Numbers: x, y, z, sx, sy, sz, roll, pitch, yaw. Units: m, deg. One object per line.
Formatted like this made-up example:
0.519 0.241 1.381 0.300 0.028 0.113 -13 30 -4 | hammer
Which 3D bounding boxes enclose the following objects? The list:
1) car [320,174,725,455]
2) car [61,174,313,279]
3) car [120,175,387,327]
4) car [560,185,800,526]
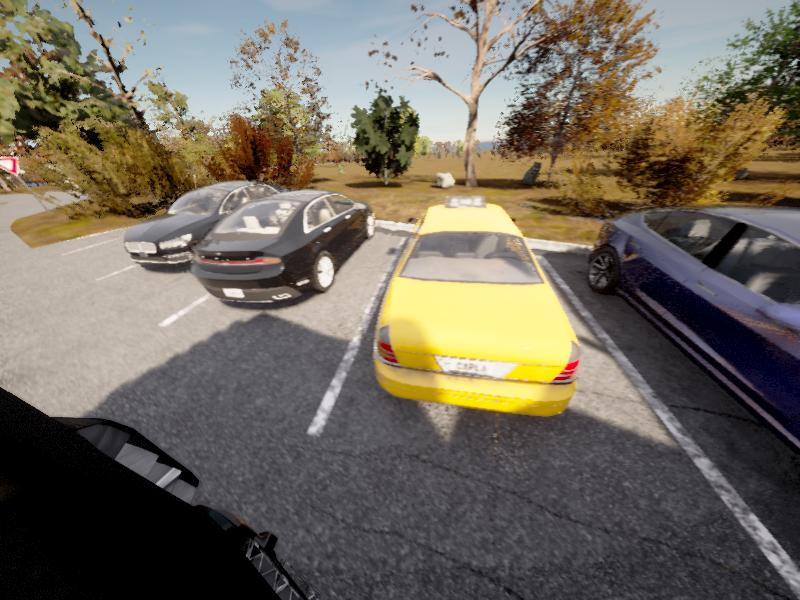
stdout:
0.987 -0.913 3.821 1.946 1.575 5.366 4 34 10 | car
-4.909 -2.492 6.635 2.231 1.521 4.892 4 34 9 | car
-1.978 -1.645 5.147 2.231 1.521 4.892 4 34 10 | car
3.897 0.070 2.183 2.163 1.488 4.792 4 34 9 | car
